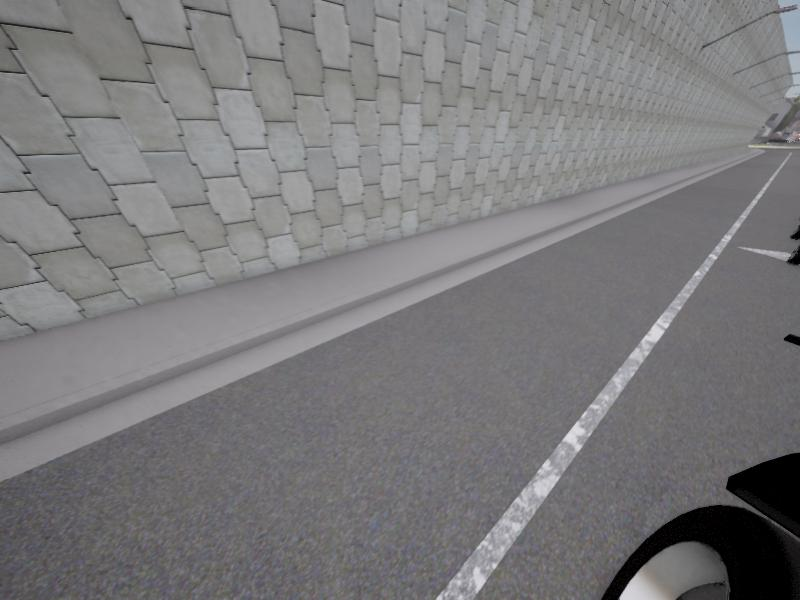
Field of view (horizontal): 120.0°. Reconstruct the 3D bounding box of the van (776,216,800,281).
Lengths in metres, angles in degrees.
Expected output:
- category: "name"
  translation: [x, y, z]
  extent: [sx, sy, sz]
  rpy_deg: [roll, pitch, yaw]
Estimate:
- category: "van"
  translation: [9.687, -1.612, 4.393]
  extent: [4.442, 1.987, 1.775]
  rpy_deg: [-22, 41, -28]
